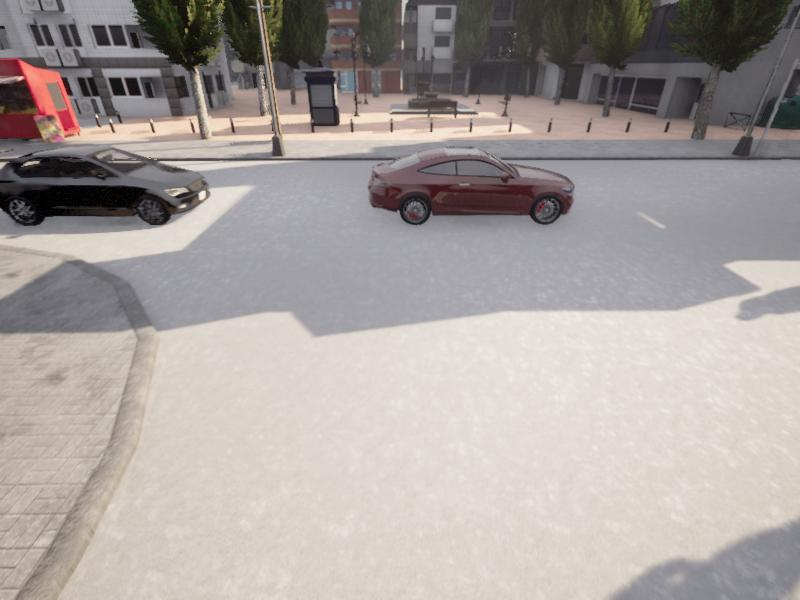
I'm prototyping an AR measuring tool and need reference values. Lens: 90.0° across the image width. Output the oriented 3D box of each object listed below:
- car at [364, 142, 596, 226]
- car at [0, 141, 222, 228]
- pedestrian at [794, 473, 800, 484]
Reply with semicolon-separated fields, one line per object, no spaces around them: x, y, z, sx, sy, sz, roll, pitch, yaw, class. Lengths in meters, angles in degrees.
1.597;-2.699;9.163;4.674;1.442;1.812;0;30;-1;car
-6.654;-2.663;9.067;4.193;1.474;1.816;0;30;-1;car
3.809;0.801;2.732;0.751;1.860;0.751;-13;33;-22;pedestrian
